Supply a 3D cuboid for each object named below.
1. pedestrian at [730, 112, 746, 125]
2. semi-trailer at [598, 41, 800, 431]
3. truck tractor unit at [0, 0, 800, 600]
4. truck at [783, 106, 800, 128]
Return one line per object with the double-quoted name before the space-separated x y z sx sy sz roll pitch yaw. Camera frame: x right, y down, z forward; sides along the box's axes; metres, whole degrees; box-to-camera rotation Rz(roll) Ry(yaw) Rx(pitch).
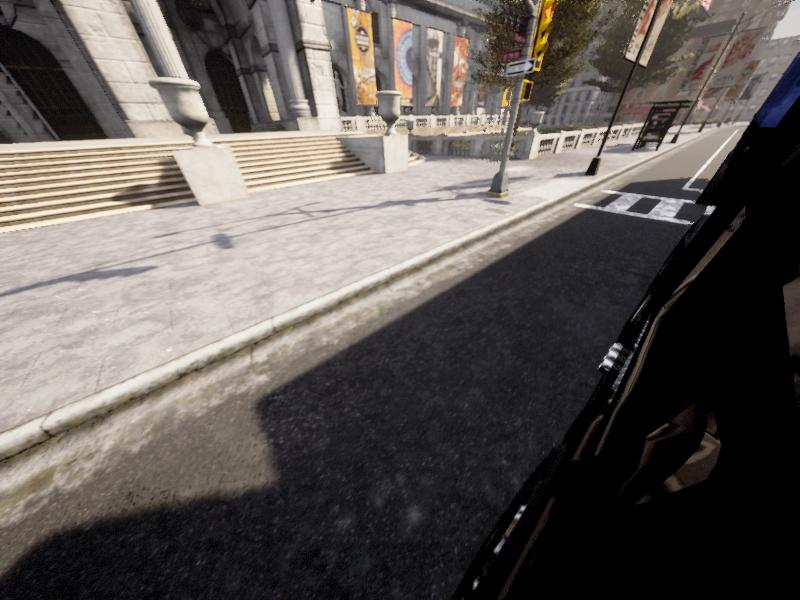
"pedestrian" 66.135 -35.487 45.168 0.751 1.860 0.751 -8 37 -7
"semi-trailer" 8.691 -3.604 4.243 14.254 4.402 2.717 -28 44 -30
"truck tractor unit" 2.645 -0.295 0.351 6.516 4.208 3.053 -28 44 -30
"truck" 59.035 -26.465 33.328 5.204 2.467 2.627 -23 41 -25
